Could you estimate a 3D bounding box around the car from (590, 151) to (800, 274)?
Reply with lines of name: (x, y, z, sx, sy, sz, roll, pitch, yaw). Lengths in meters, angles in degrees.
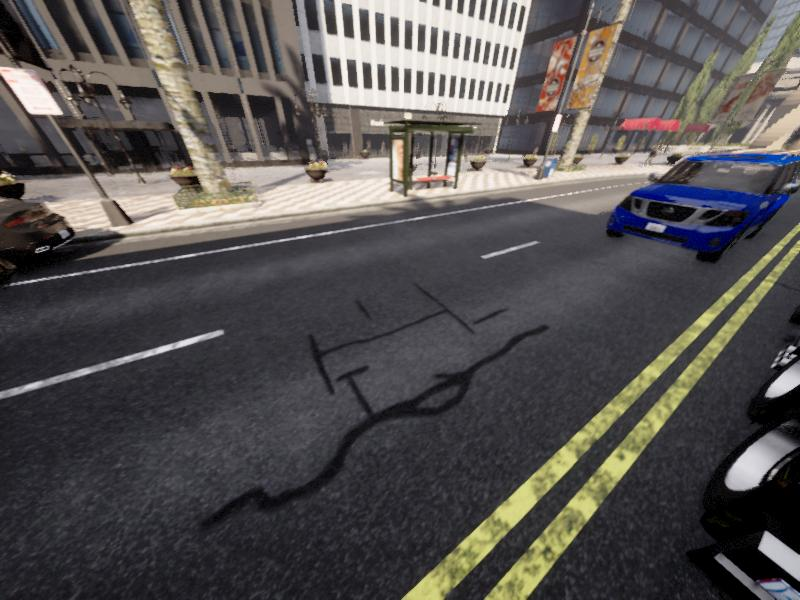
car: (8.199, -2.688, 6.158, 5.566, 2.045, 2.150, -18, 39, -24)

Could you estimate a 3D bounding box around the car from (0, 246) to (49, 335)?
car: (-7.814, 0.491, 2.097, 4.718, 1.301, 1.895, -18, 39, -24)

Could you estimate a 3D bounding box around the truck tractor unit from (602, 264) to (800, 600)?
truck tractor unit: (5.110, -0.301, 0.791, 6.516, 4.208, 3.053, -18, 39, -24)

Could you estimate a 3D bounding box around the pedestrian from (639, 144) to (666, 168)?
pedestrian: (23.895, -13.631, 21.893, 0.751, 1.860, 0.751, -1, 35, -3)

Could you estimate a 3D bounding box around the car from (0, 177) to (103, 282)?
car: (-9.670, -1.039, 4.071, 4.892, 1.521, 2.231, -18, 39, -24)
